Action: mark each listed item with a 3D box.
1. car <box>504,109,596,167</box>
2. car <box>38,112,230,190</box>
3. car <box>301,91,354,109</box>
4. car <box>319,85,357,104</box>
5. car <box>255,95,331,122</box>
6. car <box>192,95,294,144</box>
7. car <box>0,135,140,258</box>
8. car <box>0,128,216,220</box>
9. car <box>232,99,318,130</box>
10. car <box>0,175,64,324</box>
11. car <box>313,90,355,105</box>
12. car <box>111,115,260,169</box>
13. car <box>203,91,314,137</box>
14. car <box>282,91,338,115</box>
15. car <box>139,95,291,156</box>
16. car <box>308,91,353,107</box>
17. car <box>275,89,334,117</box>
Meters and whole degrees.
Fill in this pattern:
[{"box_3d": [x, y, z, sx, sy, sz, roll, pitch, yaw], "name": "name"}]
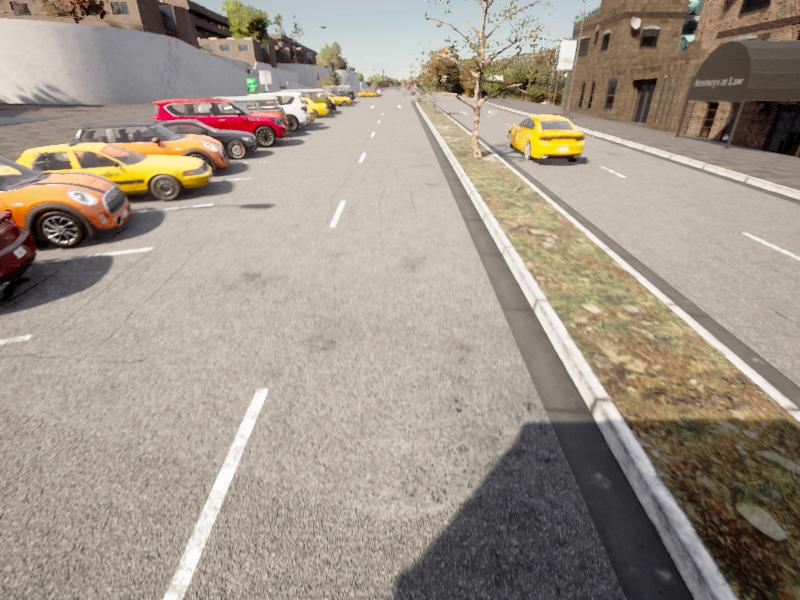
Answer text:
[{"box_3d": [5.872, -6.792, 16.471, 1.882, 1.535, 5.008, 0, 30, 0], "name": "car"}, {"box_3d": [-8.118, -4.932, 12.939, 4.553, 1.767, 2.185, -11, 31, -17], "name": "car"}, {"box_3d": [-7.957, -22.216, 44.299, 5.366, 1.575, 1.946, -11, 30, -17], "name": "car"}, {"box_3d": [-8.035, -26.716, 51.994, 4.442, 1.987, 1.878, -11, 30, -17], "name": "car"}, {"box_3d": [-8.285, -14.952, 31.145, 5.366, 1.575, 1.946, -11, 31, -17], "name": "car"}, {"box_3d": [-7.992, -9.428, 20.715, 4.442, 1.987, 1.878, -11, 31, -17], "name": "car"}, {"box_3d": [-8.113, -1.987, 7.767, 4.553, 1.767, 2.185, -11, 31, -17], "name": "car"}, {"box_3d": [-7.911, -3.398, 10.479, 5.366, 1.575, 1.946, -11, 31, -17], "name": "car"}, {"box_3d": [-8.110, -12.104, 25.993, 5.008, 1.535, 2.097, -11, 30, -17], "name": "car"}, {"box_3d": [-8.068, -0.401, 5.255, 5.008, 1.535, 2.097, -11, 32, -17], "name": "car"}, {"box_3d": [-8.132, -25.021, 49.475, 4.674, 1.452, 2.002, -11, 31, -17], "name": "car"}, {"box_3d": [-8.093, -6.259, 15.618, 4.674, 1.452, 2.002, -11, 31, -17], "name": "car"}, {"box_3d": [-8.129, -10.873, 23.255, 5.566, 2.045, 2.435, -11, 31, -17], "name": "car"}, {"box_3d": [-8.151, -17.968, 36.352, 4.553, 1.767, 2.185, -11, 30, -17], "name": "car"}, {"box_3d": [-8.072, -7.981, 18.083, 5.566, 2.045, 2.435, -11, 31, -17], "name": "car"}, {"box_3d": [-8.136, -23.584, 46.872, 4.674, 1.452, 2.002, -11, 30, -17], "name": "car"}, {"box_3d": [-8.012, -16.644, 33.741, 4.442, 1.987, 1.878, -11, 30, -17], "name": "car"}]
